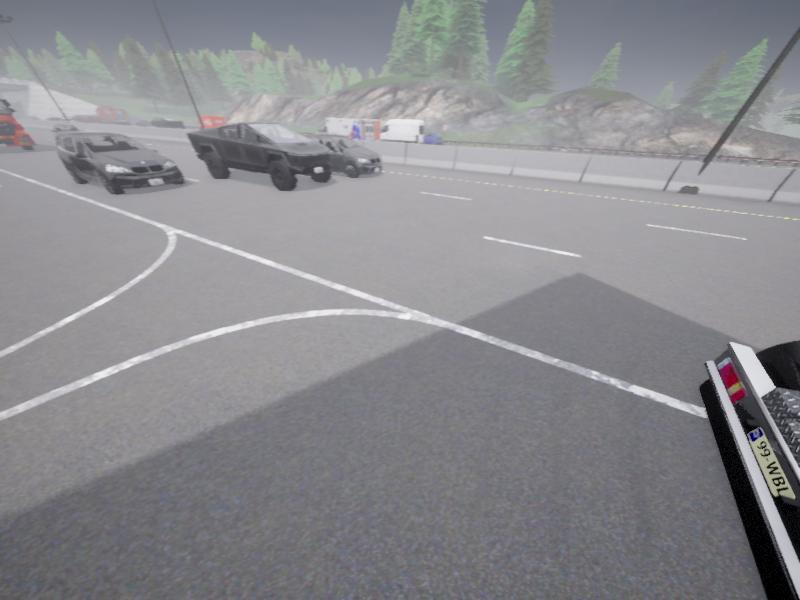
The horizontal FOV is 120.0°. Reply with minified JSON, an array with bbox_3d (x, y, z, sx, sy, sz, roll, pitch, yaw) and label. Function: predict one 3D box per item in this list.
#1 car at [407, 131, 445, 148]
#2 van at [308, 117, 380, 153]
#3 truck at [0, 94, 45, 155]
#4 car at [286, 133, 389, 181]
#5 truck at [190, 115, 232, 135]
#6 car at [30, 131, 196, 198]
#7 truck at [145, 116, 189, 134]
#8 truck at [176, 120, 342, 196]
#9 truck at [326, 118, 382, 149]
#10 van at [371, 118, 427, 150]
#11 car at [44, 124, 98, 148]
[{"bbox_3d":[3.129,-19.769,28.387,4.193,1.474,1.816,18,40,20],"label":"car"},{"bbox_3d":[-5.296,-15.776,22.049,6.366,2.431,2.351,18,40,20],"label":"van"},{"bbox_3d":[-29.181,-12.309,15.414,8.468,3.827,2.891,18,40,21],"label":"truck"},{"bbox_3d":[-3.142,-7.578,12.047,4.611,1.667,2.242,18,40,21],"label":"car"},{"bbox_3d":[-31.634,-29.341,38.693,5.204,2.467,2.627,18,40,20],"label":"truck"},{"bbox_3d":[-10.739,-5.315,8.788,4.611,1.667,2.242,18,40,21],"label":"car"},{"bbox_3d":[-38.846,-29.189,38.507,6.274,2.098,2.390,19,41,20],"label":"truck"},{"bbox_3d":[-5.897,-6.272,9.876,6.274,2.098,2.390,19,40,20],"label":"truck"},{"bbox_3d":[-4.835,-18.028,24.982,5.204,2.467,2.627,19,41,20],"label":"truck"},{"bbox_3d":[-0.182,-18.906,26.253,5.915,2.561,1.988,19,40,20],"label":"van"},{"bbox_3d":[-27.696,-13.849,19.420,4.193,1.474,1.816,26,44,28],"label":"car"}]
